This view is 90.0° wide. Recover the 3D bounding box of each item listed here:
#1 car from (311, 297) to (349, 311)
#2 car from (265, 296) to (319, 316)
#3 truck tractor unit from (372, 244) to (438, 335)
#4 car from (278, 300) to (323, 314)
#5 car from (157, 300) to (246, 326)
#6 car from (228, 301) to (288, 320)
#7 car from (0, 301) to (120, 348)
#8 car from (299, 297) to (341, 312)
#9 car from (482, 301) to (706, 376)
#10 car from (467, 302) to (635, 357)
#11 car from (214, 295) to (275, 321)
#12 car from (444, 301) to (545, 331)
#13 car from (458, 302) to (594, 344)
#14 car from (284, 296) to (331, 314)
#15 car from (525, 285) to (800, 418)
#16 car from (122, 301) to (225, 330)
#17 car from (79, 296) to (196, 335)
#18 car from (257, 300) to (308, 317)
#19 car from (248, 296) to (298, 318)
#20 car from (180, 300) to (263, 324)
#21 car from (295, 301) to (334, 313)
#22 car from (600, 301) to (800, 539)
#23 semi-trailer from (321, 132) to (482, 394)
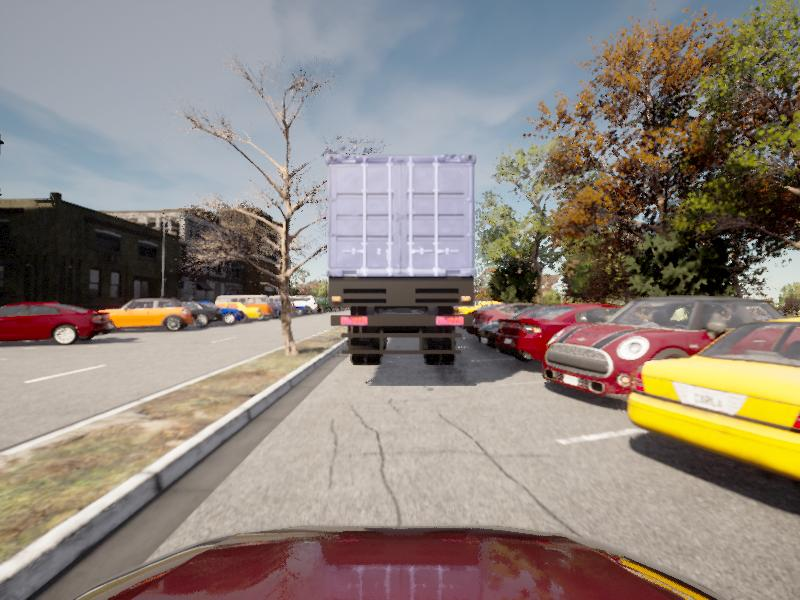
[{"bbox_3d":[-10.961,0.608,62.500,5.566,2.045,2.435,-1,0,-17],"label":"car"},{"bbox_3d":[-12.002,0.600,44.466,5.566,2.045,2.435,-1,0,-17],"label":"car"},{"bbox_3d":[0.330,-0.511,21.800,3.053,4.208,6.516,0,0,2],"label":"truck tractor unit"},{"bbox_3d":[-11.812,0.852,47.479,5.008,1.535,2.097,-1,0,-17],"label":"car"},{"bbox_3d":[-12.924,0.841,26.438,5.008,1.535,2.097,-1,0,-18],"label":"car"},{"bbox_3d":[-12.491,0.876,35.454,4.792,1.488,2.163,-1,0,-17],"label":"car"},{"bbox_3d":[-13.339,0.830,14.359,5.008,1.535,2.097,-1,0,-19],"label":"car"},{"bbox_3d":[-11.294,0.605,56.495,5.566,2.045,2.435,-1,0,-17],"label":"car"},{"bbox_3d":[4.822,0.830,10.032,5.008,1.535,2.097,1,0,-19],"label":"car"},{"bbox_3d":[4.850,0.860,12.977,4.792,1.488,2.163,1,0,-19],"label":"car"},{"bbox_3d":[-12.514,0.617,32.496,4.442,1.987,1.878,-1,0,-17],"label":"car"},{"bbox_3d":[5.125,0.833,21.878,5.008,1.535,2.097,1,0,-18],"label":"car"},{"bbox_3d":[4.977,0.862,15.968,4.792,1.488,2.163,1,0,-18],"label":"car"},{"bbox_3d":[-11.673,0.603,50.465,5.566,2.045,2.435,-1,0,-17],"label":"car"},{"bbox_3d":[4.829,0.705,7.076,4.553,1.767,2.185,1,0,-19],"label":"car"},{"bbox_3d":[-13.032,0.839,23.421,4.892,1.521,2.231,-1,0,-18],"label":"car"},{"bbox_3d":[-13.137,0.710,20.403,4.553,1.767,2.185,-1,0,-18],"label":"car"},{"bbox_3d":[-12.141,0.849,41.477,5.008,1.535,2.097,-1,0,-17],"label":"car"},{"bbox_3d":[-12.196,0.621,38.512,4.442,1.987,1.878,-1,0,-17],"label":"car"},{"bbox_3d":[-12.948,0.842,29.387,5.366,1.575,1.946,-1,0,-17],"label":"car"},{"bbox_3d":[-11.452,0.884,53.491,4.792,1.488,2.163,-1,0,-17],"label":"car"},{"bbox_3d":[4.956,0.829,4.174,5.366,1.575,1.946,1,0,-20],"label":"car"},{"bbox_3d":[0.149,-0.610,13.890,2.717,4.402,14.254,0,0,1],"label":"semi-trailer"}]
